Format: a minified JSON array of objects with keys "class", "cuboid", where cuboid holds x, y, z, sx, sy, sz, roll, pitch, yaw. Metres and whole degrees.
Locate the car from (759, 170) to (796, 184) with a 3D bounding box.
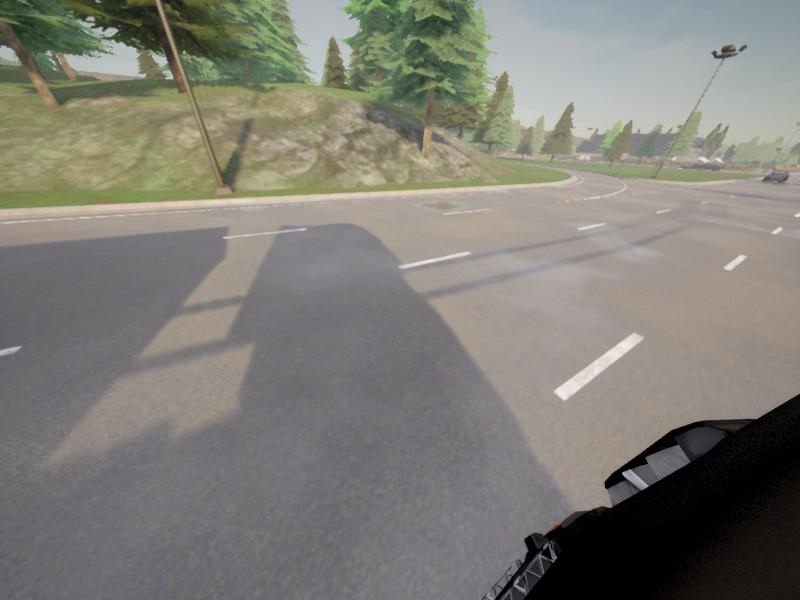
[{"class":"car","cuboid":[58.245,-19.009,35.610,4.902,1.511,2.128,-16,38,-26]}]
